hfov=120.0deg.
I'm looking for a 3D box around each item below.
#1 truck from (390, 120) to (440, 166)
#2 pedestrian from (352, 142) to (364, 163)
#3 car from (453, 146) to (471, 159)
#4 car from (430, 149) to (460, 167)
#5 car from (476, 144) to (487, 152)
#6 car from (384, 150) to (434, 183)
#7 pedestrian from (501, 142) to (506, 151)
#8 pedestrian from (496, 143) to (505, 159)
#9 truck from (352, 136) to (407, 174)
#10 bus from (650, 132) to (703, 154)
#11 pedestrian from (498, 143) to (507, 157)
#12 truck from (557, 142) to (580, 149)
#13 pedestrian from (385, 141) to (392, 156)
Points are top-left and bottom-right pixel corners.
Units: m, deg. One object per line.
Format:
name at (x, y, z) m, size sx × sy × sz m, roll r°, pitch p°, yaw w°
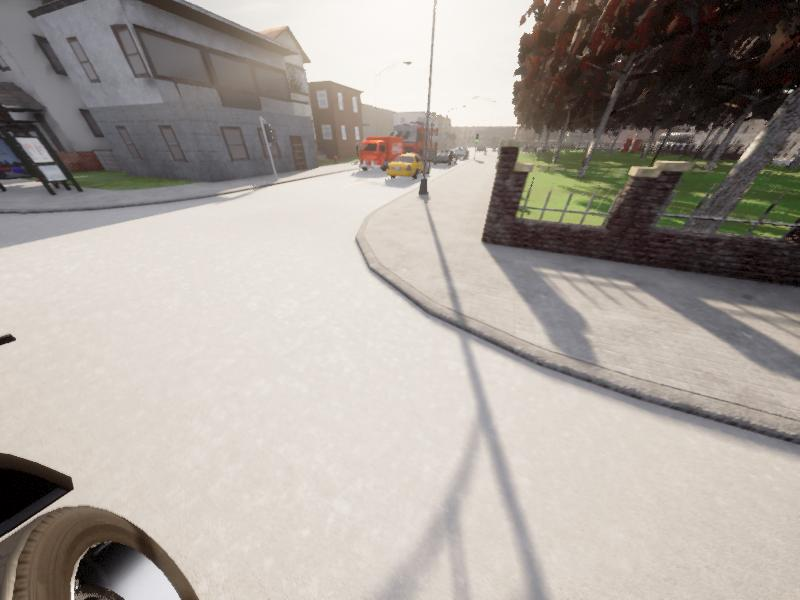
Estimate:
truck at (1.954, -18.061, 26.632) m, size 2.891 × 3.827 × 8.468 m, roll 14°, pitch 37°, yaw 18°
pedestrian at (-4.498, -15.901, 24.932) m, size 0.751 × 1.860 × 0.751 m, roll 16°, pitch 38°, yaw 21°
car at (9.268, -21.843, 34.184) m, size 1.845 × 1.501 × 3.633 m, roll 13°, pitch 37°, yaw 17°
car at (5.089, -15.755, 25.489) m, size 2.033 × 1.411 × 5.357 m, roll 13°, pitch 37°, yaw 17°
car at (20.474, -38.054, 57.793) m, size 1.994 × 1.385 × 4.181 m, roll 13°, pitch 37°, yaw 17°
car at (0.808, -9.731, 16.601) m, size 1.801 × 1.575 × 5.366 m, roll 13°, pitch 37°, yaw 18°
pedestrian at (26.560, -39.510, 59.315) m, size 0.751 × 1.860 × 0.751 m, roll 2°, pitch 35°, yaw 2°
pedestrian at (14.031, -20.870, 32.334) m, size 0.751 × 1.860 × 0.751 m, roll 9°, pitch 36°, yaw 12°
truck at (-1.573, -12.814, 20.226) m, size 2.627 × 2.467 × 5.204 m, roll 13°, pitch 37°, yaw 17°
bus at (70.150, -40.248, 59.098) m, size 3.944 × 4.253 × 10.273 m, roll 13°, pitch 37°, yaw 17°
pedestrian at (16.350, -24.002, 36.871) m, size 0.751 × 1.860 × 0.751 m, roll 13°, pitch 37°, yaw 17°
truck at (60.467, -55.672, 83.041) m, size 6.274 × 2.098 × 2.390 m, roll 13°, pitch 37°, yaw 17°
pedestrian at (-1.838, -24.139, 36.802) m, size 0.751 × 1.860 × 0.751 m, roll 21°, pitch 40°, yaw 27°
